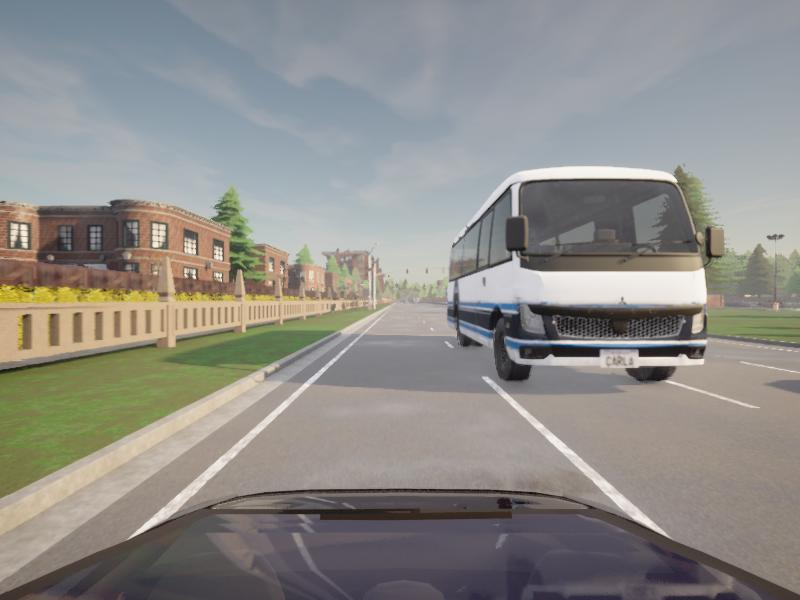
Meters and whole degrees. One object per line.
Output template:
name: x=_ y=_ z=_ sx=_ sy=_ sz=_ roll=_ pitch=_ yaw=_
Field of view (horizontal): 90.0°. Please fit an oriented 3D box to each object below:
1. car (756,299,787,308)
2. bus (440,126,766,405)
car: x=73.399 y=0.681 z=79.153 sx=1.932 sy=1.855 sz=4.605 roll=0 pitch=0 yaw=0
bus: x=3.623 y=-0.530 z=11.247 sx=3.944 sy=4.253 sz=10.273 roll=0 pitch=0 yaw=0
